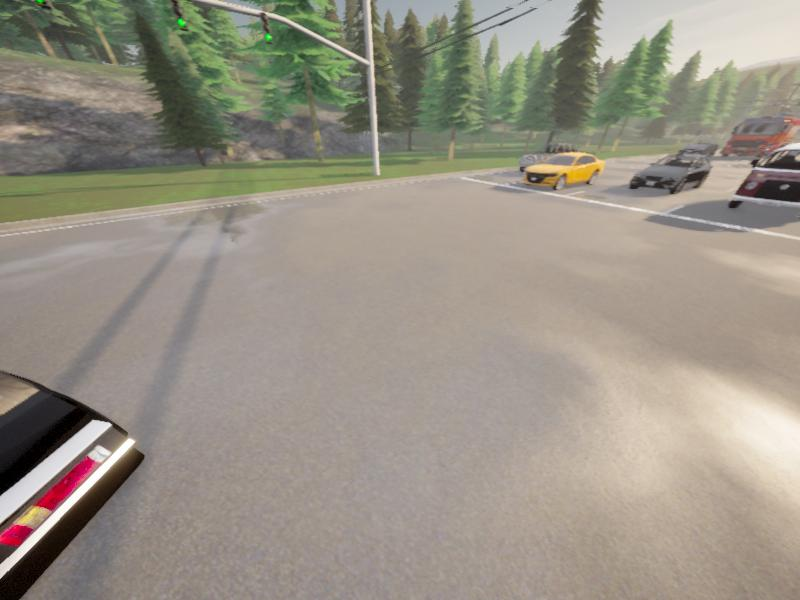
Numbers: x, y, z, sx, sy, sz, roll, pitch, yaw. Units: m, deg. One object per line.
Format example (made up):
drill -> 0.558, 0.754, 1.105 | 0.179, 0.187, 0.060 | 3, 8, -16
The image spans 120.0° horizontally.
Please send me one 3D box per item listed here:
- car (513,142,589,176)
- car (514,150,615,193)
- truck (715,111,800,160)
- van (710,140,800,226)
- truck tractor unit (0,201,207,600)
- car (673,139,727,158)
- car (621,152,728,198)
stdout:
car -> 10.703, -10.092, 16.415 | 4.605, 1.855, 1.932 | -18, 39, -23
car -> 8.788, -6.978, 12.334 | 5.008, 1.535, 1.882 | -19, 39, -24
truck -> 38.972, -17.554, 24.790 | 8.468, 3.827, 2.891 | -17, 39, -22
van -> 13.426, -4.109, 7.763 | 4.480, 2.038, 2.069 | -19, 39, -24
truck tractor unit -> -5.360, 0.129, 0.191 | 6.516, 4.208, 3.053 | 4, 36, 6
car -> 34.909, -17.656, 26.911 | 5.027, 1.651, 2.152 | -17, 39, -22
car -> 13.095, -6.093, 11.064 | 4.193, 1.474, 1.816 | -18, 39, -23
